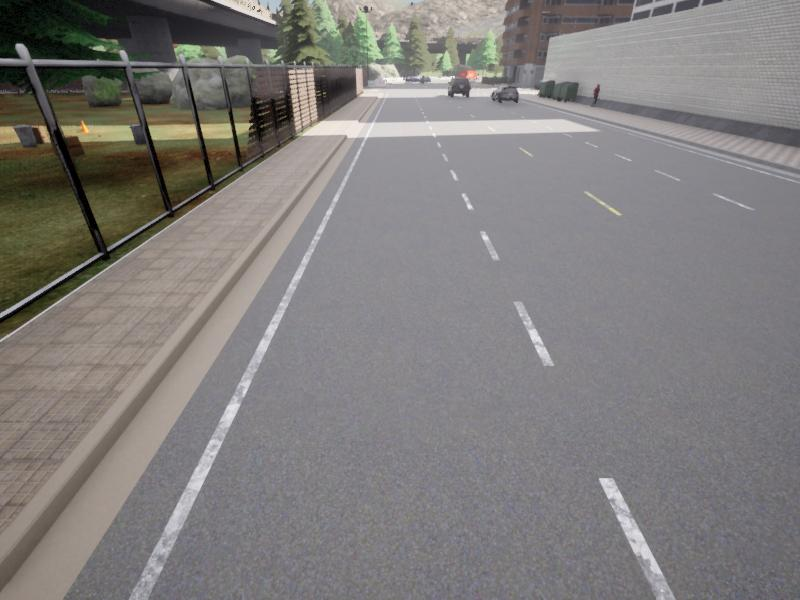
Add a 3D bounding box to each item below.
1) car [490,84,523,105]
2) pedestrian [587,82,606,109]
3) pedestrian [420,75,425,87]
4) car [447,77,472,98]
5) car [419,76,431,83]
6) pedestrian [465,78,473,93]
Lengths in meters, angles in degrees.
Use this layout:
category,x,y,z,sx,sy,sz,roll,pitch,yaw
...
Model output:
category,x,y,z,sx,sy,sz,roll,pitch,yaw
car,10.570,-20.717,40.169,2.033,1.649,4.856,0,30,0
pedestrian,15.913,-16.569,32.438,0.751,1.860,0.751,-4,30,-6
pedestrian,4.108,-39.949,73.074,0.751,1.860,0.751,3,30,4
car,7.084,-25.674,48.296,2.150,2.045,5.566,0,30,0
car,5.781,-50.971,92.460,1.816,1.474,4.193,9,31,16
pedestrian,9.660,-30.043,56.075,0.751,1.860,0.751,12,32,20
